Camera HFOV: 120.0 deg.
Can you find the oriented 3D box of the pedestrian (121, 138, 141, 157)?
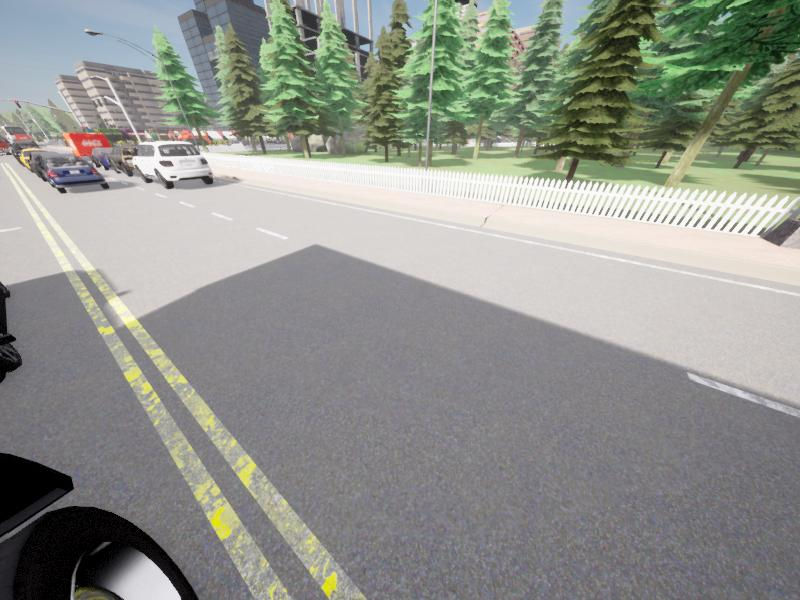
[{"bbox_3d":[-32.681,-18.518,28.058,0.751,1.860,0.751,22,41,28],"label":"pedestrian"}]

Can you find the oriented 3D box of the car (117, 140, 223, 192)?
[{"bbox_3d":[-12.730,-7.553,12.774,5.566,2.045,2.150,22,40,27],"label":"car"}]

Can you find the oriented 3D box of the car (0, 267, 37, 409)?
[{"bbox_3d":[-6.037,0.220,2.300,3.806,1.475,1.970,22,41,28],"label":"car"}]

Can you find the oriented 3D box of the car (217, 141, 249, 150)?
[{"bbox_3d":[-35.229,-32.800,48.907,2.038,1.542,4.974,21,40,26],"label":"car"}]

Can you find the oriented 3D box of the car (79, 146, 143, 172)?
[{"bbox_3d":[-24.110,-11.835,19.265,4.792,1.488,2.163,22,40,27],"label":"car"}]

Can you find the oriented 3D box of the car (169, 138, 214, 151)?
[{"bbox_3d":[-39.275,-29.421,43.635,2.150,2.045,5.566,21,40,26],"label":"car"}]

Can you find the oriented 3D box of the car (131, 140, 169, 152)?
[{"bbox_3d":[-45.115,-27.853,41.751,1.851,1.617,3.988,22,41,28],"label":"car"}]

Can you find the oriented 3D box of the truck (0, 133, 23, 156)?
[{"bbox_3d":[-55.191,-20.599,30.633,5.204,2.467,2.627,4,35,6],"label":"truck"}]

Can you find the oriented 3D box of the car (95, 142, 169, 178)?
[{"bbox_3d":[-18.717,-9.859,16.152,4.605,1.855,1.932,22,40,27],"label":"car"}]

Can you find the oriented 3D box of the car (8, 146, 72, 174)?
[{"bbox_3d":[-27.627,-10.829,17.728,5.366,1.575,1.801,22,40,27],"label":"car"}]

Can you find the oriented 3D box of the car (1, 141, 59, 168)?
[{"bbox_3d":[-33.442,-13.259,20.878,4.605,1.855,1.932,22,40,27],"label":"car"}]

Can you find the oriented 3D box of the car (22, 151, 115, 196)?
[{"bbox_3d":[-16.642,-6.463,11.627,3.705,1.549,1.789,22,40,27],"label":"car"}]

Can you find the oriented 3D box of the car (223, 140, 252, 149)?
[{"bbox_3d":[-36.688,-35.265,52.295,2.033,1.649,4.856,21,40,26],"label":"car"}]

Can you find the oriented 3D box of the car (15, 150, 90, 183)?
[{"bbox_3d":[-21.861,-8.498,14.550,4.193,1.474,1.816,22,40,27],"label":"car"}]

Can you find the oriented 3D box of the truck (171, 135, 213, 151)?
[{"bbox_3d":[-41.364,-31.450,46.143,2.627,2.467,5.204,20,40,26],"label":"truck"}]

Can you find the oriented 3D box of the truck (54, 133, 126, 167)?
[{"bbox_3d":[-29.374,-14.328,21.910,5.204,2.467,2.627,22,40,27],"label":"truck"}]
